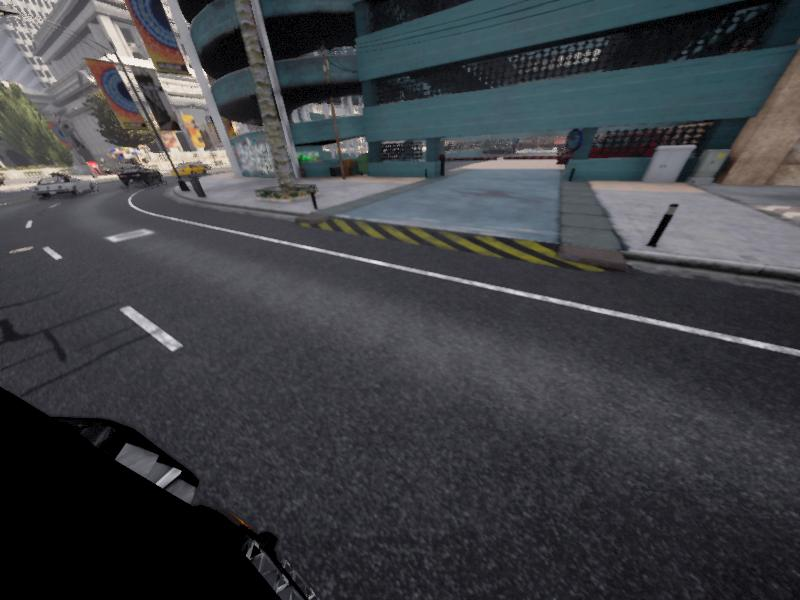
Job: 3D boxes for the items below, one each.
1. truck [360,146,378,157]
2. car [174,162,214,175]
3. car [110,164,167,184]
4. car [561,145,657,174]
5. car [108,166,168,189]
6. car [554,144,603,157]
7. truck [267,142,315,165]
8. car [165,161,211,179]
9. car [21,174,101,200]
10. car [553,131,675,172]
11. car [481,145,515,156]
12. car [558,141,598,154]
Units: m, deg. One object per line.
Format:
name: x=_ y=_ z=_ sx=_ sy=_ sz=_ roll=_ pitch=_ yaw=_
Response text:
truck: x=-9.793 y=-47.258 z=73.467 sx=2.627 sy=2.467 sz=5.204 roll=16 pitch=38 yaw=26
car: x=-31.823 y=-20.489 z=35.946 sx=1.895 sy=1.301 sz=4.718 roll=-1 pitch=34 yaw=3
car: x=-31.163 y=-15.247 z=27.806 sx=2.038 sy=1.542 sz=4.974 roll=-9 pitch=34 yaw=-10
car: x=14.212 y=-9.838 z=16.171 sx=4.514 sy=1.523 sz=2.007 roll=16 pitch=38 yaw=26
car: x=-26.012 y=-12.460 z=23.250 sx=2.128 sy=1.511 sz=4.902 roll=-16 pitch=36 yaw=-19
car: x=22.715 y=-19.209 z=29.695 sx=4.718 sy=1.301 sz=1.895 roll=16 pitch=38 yaw=26
truck: x=-22.819 y=-31.164 z=49.035 sx=2.891 sy=3.827 sz=8.468 roll=15 pitch=38 yaw=25
car: x=-28.353 y=-17.647 z=31.168 sx=1.801 sy=1.575 sz=5.366 roll=-6 pitch=34 yaw=-4
car: x=-27.308 y=-9.361 z=18.884 sx=1.895 sy=1.301 sz=4.718 roll=-20 pitch=37 yaw=-23
car: x=14.146 y=-10.179 z=15.980 sx=5.566 sy=2.045 sz=2.435 roll=16 pitch=38 yaw=26
car: x=16.801 y=-25.770 z=39.837 sx=4.902 sy=1.511 sz=2.128 roll=16 pitch=38 yaw=26
car: x=28.886 y=-24.907 z=37.708 sx=4.786 sy=1.482 sz=2.161 roll=16 pitch=38 yaw=26
